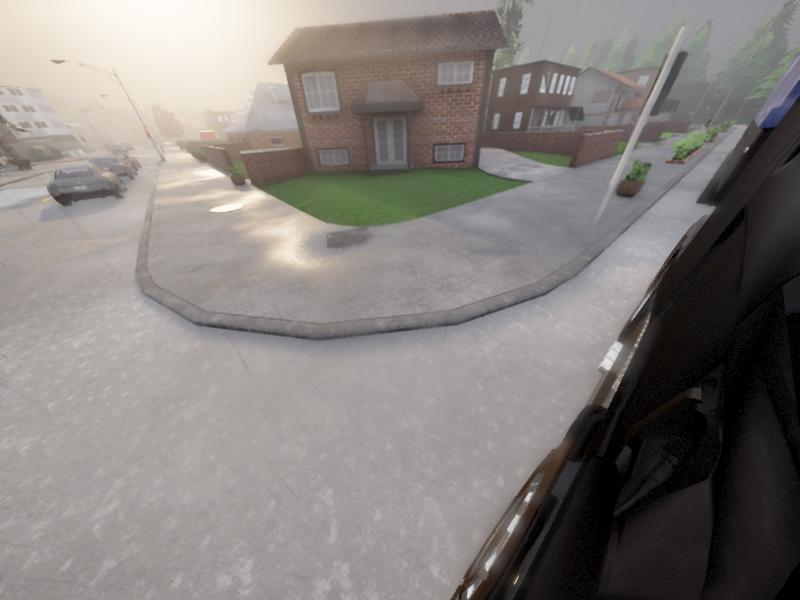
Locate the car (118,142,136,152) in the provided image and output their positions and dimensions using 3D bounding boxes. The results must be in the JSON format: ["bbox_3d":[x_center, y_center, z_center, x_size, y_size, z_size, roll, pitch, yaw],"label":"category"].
[{"bbox_3d":[-66.187,-37.149,56.061,1.930,1.638,5.238,-28,44,-30],"label":"car"}]

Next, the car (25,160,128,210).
[{"bbox_3d":[-14.643,-5.534,10.808,1.994,1.385,4.181,-30,45,-32],"label":"car"}]

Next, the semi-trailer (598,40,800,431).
[{"bbox_3d":[8.693,-3.609,4.233,14.254,4.402,2.717,-28,44,-30],"label":"semi-trailer"}]

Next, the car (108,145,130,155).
[{"bbox_3d":[-55.187,-29.530,45.397,1.994,1.385,4.181,-28,44,-30],"label":"car"}]

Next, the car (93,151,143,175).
[{"bbox_3d":[-24.319,-12.009,20.129,1.895,1.301,4.718,-27,43,-29],"label":"car"}]

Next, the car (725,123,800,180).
[{"bbox_3d":[16.614,-6.693,10.184,5.238,1.638,1.930,-28,44,-30],"label":"car"}]

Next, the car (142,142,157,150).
[{"bbox_3d":[-65.946,-40.593,60.901,2.152,1.651,5.027,-28,44,-30],"label":"car"}]

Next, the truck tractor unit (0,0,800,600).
[{"bbox_3d":[2.645,-0.295,0.351,6.516,4.208,3.053,-28,44,-30],"label":"truck tractor unit"}]

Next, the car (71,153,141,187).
[{"bbox_3d":[-19.697,-9.040,15.789,2.033,1.411,5.357,-28,44,-30],"label":"car"}]
